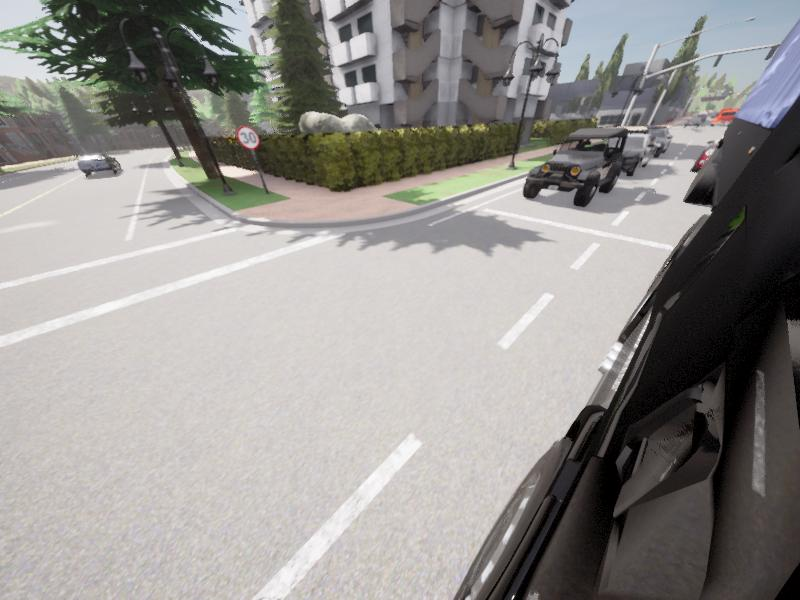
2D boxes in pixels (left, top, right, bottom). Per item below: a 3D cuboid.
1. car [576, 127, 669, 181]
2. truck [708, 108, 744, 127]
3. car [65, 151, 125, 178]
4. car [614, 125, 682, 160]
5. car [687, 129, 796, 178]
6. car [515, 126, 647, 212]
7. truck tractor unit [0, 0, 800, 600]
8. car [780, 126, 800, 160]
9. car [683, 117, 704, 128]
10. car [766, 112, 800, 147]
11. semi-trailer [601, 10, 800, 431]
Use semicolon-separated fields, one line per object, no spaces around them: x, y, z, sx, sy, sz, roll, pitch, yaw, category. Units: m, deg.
10.807;-7.199;11.170;5.238;1.638;1.930;-31;45;-32;car
56.690;-31.794;40.243;5.204;2.467;2.627;-31;45;-32;truck
-24.596;-11.170;18.881;2.033;1.411;5.357;-29;44;-30;car
16.458;-10.494;15.282;4.974;1.542;2.038;-31;45;-32;car
14.766;-6.574;10.221;3.806;1.475;1.970;-30;45;-32;car
5.989;-4.521;7.709;3.866;1.878;1.905;-29;44;-30;car
2.645;-0.295;0.351;6.516;4.208;3.053;-28;44;-30;truck tractor unit
23.285;-8.803;12.550;5.366;1.575;1.801;-31;45;-32;car
53.213;-32.190;41.851;4.674;1.442;1.812;-31;45;-32;car
29.042;-12.328;16.621;4.605;1.855;1.932;-31;45;-32;car
8.540;-3.714;4.368;14.254;4.402;2.717;-30;45;-31;semi-trailer
